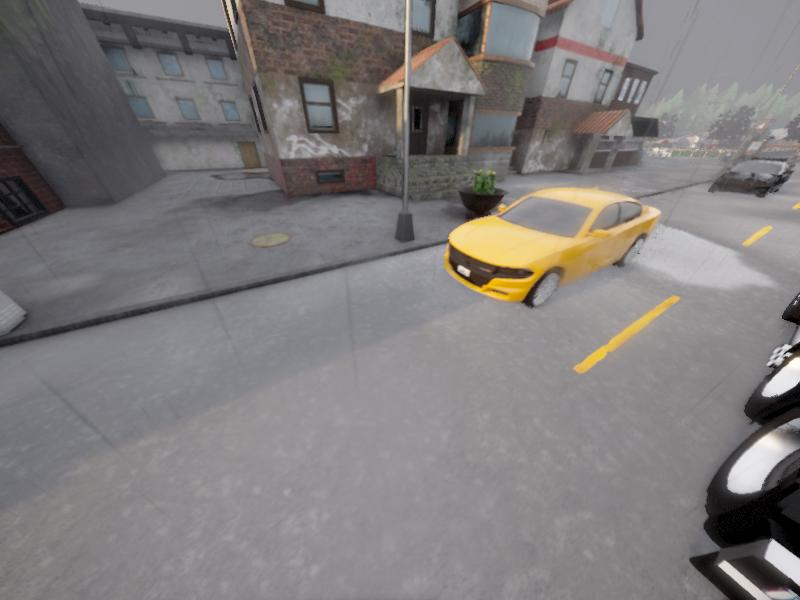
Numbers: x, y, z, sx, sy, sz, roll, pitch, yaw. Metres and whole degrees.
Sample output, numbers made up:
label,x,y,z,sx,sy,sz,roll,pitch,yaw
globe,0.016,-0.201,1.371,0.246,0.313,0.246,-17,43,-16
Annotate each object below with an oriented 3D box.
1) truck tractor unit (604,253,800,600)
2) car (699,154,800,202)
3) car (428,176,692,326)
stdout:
label,x,y,z,sx,sy,sz,roll,pitch,yaw
truck tractor unit,5.090,-0.320,0.811,6.516,4.208,3.053,-19,39,-25
car,18.413,-6.444,11.976,5.238,1.638,1.930,-19,39,-24
car,3.231,-1.412,4.711,5.008,1.535,1.882,-18,39,-24
